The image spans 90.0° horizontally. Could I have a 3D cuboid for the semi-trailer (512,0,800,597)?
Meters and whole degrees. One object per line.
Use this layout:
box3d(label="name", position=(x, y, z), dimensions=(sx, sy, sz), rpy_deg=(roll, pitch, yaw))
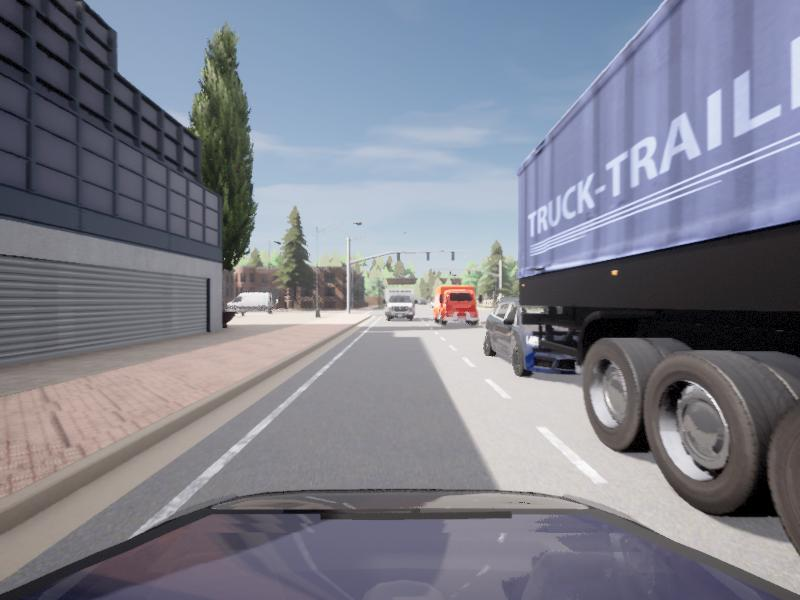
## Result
box3d(label="semi-trailer", position=(3.493, -0.616, 0.488), dimensions=(2.717, 4.402, 14.254), rpy_deg=(0, 0, 0))

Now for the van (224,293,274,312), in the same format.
box3d(label="van", position=(-20.147, 0.332, 53.491), dimensions=(5.915, 2.561, 1.988), rpy_deg=(0, 0, -2))

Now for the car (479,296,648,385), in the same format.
box3d(label="car", position=(3.499, 0.762, 9.764), dimensions=(2.242, 1.667, 4.611), rpy_deg=(0, 0, 0))

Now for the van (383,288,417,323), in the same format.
box3d(label="van", position=(0.004, 0.384, 31.415), dimensions=(2.351, 2.431, 6.366), rpy_deg=(0, 0, 0))

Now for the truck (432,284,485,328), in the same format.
box3d(label="truck", position=(3.506, 0.369, 25.273), dimensions=(2.627, 2.467, 5.204), rpy_deg=(0, -1, 0))
